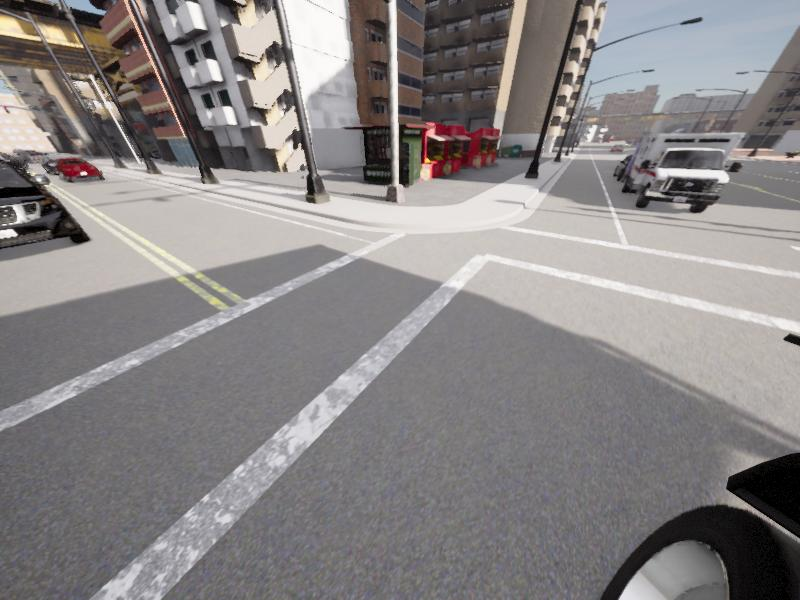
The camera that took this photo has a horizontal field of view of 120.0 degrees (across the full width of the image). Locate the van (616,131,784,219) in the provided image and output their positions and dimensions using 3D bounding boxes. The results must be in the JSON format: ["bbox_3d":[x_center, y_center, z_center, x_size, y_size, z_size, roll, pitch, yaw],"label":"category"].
[{"bbox_3d":[11.684,-5.639,9.954,2.351,2.431,6.366,20,39,27],"label":"van"}]

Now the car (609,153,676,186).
[{"bbox_3d":[16.013,-8.944,15.603,2.128,1.511,4.902,20,39,27],"label":"car"}]

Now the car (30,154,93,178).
[{"bbox_3d":[-29.875,-11.900,20.379,4.792,1.488,2.163,19,40,26],"label":"car"}]

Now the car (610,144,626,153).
[{"bbox_3d":[52.902,-36.832,56.150,2.242,1.667,4.611,20,41,27],"label":"car"}]

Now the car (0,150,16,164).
[{"bbox_3d":[-59.158,-20.460,33.156,2.038,1.542,4.974,-20,39,-25],"label":"car"}]

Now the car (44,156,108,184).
[{"bbox_3d":[-23.951,-9.659,17.074,4.674,1.442,1.812,21,40,28],"label":"car"}]

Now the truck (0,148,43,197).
[{"bbox_3d":[-23.627,-7.408,13.250,6.274,2.098,2.390,21,40,28],"label":"truck"}]

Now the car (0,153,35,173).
[{"bbox_3d":[-40.300,-13.950,23.500,2.128,1.511,4.902,-28,43,-33],"label":"car"}]

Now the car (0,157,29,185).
[{"bbox_3d":[-29.580,-9.387,16.752,4.792,1.488,2.163,21,40,28],"label":"car"}]

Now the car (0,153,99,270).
[{"bbox_3d":[-10.890,-2.572,6.093,5.566,2.045,2.150,21,40,28],"label":"car"}]

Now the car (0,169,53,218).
[{"bbox_3d":[-16.962,-4.552,9.716,4.718,1.301,1.895,21,40,28],"label":"car"}]

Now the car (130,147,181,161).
[{"bbox_3d":[-39.322,-23.625,37.309,1.930,1.638,5.238,20,40,28],"label":"car"}]
